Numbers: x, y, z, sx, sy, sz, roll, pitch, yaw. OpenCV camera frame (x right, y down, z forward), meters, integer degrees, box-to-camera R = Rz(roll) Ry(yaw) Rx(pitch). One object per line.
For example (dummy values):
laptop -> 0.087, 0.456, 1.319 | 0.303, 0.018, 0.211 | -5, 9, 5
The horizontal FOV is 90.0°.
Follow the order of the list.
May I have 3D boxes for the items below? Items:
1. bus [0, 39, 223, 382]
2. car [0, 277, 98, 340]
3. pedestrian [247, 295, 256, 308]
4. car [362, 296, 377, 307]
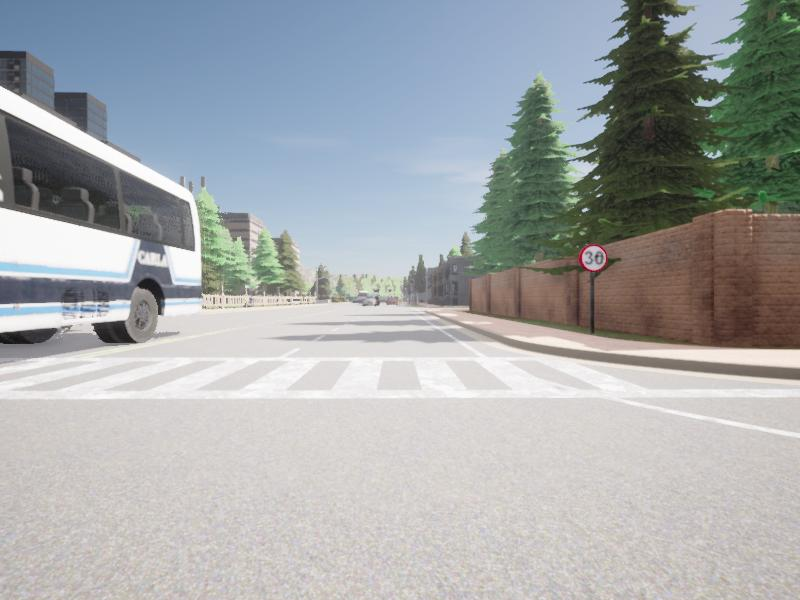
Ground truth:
bus -> -7.025, -1.140, 6.763 | 3.944, 4.253, 10.273 | 0, 1, -3
car -> -10.886, 0.201, 10.579 | 1.801, 1.575, 5.366 | 0, 0, -1
pedestrian -> -15.771, 0.165, 42.491 | 0.751, 1.300, 0.751 | 0, 0, -3
car -> -4.807, 0.181, 64.338 | 2.152, 1.651, 5.027 | 0, 0, -1
